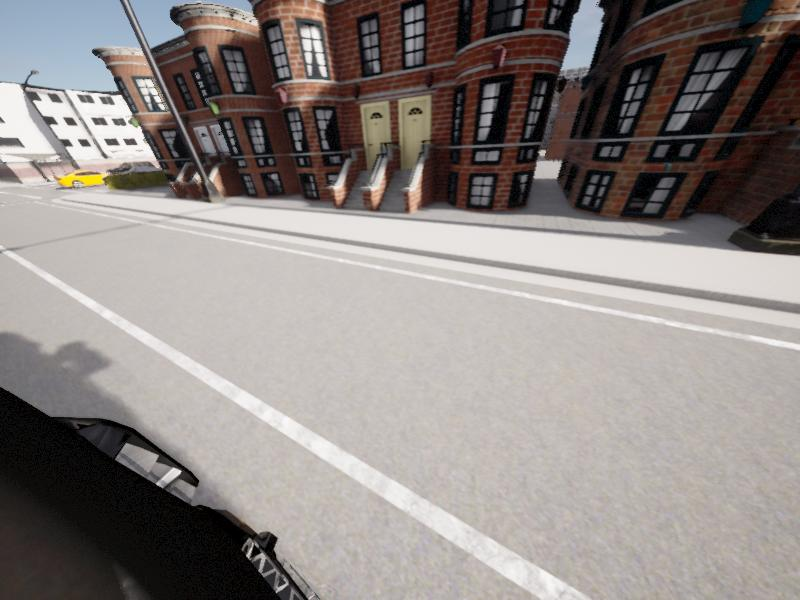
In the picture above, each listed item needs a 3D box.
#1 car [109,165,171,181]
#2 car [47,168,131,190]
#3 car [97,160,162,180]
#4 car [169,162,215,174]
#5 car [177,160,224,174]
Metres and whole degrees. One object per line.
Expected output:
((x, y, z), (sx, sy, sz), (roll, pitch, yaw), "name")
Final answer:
((-36.135, -17.873, 32.365), (2.033, 1.411, 5.357), (14, 37, 24), "car")
((-32.963, -13.052, 24.730), (1.882, 1.535, 5.008), (14, 37, 24), "car")
((-39.179, -19.003, 33.707), (2.150, 2.045, 5.566), (14, 37, 24), "car")
((-35.405, -22.666, 39.529), (2.033, 1.411, 5.357), (15, 38, 25), "car")
((-32.471, -21.791, 37.764), (1.930, 1.638, 5.238), (15, 38, 25), "car")
